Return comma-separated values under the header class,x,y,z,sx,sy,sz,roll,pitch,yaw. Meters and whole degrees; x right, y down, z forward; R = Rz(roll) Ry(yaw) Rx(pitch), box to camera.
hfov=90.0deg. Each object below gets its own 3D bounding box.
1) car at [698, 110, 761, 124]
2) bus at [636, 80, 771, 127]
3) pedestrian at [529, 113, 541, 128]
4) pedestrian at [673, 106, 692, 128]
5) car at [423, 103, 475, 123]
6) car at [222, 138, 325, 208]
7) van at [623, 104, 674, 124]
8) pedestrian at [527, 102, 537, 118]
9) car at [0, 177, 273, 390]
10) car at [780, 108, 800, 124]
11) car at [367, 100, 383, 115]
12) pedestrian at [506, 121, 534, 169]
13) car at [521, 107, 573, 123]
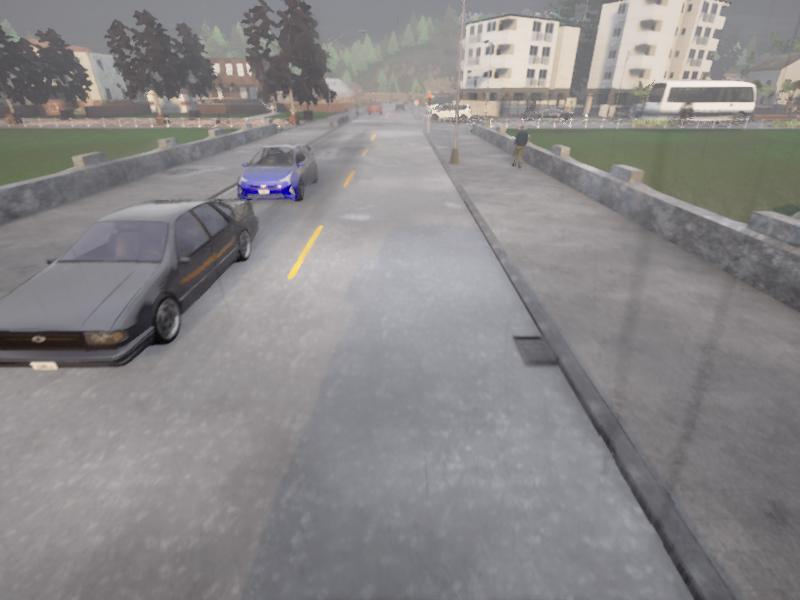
class,x,y,z,sx,sy,sz,roll,pitch,yaw
car,38.483,-21.489,46.889,5.357,1.411,2.033,0,27,0
bus,32.029,-20.990,42.787,10.273,4.253,3.944,0,27,0
pedestrian,13.022,-17.369,38.642,0.751,1.300,0.751,-1,27,-2
pedestrian,27.198,-17.592,38.505,0.751,1.860,0.751,0,27,0
car,5.622,-21.756,46.595,5.566,2.045,2.150,-1,27,-3
car,-3.991,-4.465,13.592,2.007,1.525,4.514,0,27,0
van,28.948,-21.767,46.754,4.442,1.987,1.775,0,27,0
pedestrian,17.110,-24.625,51.904,0.751,1.860,0.751,-2,27,-5
car,-3.983,-0.821,6.669,2.033,1.411,5.357,0,27,0
car,47.669,-21.534,46.856,3.988,1.617,1.851,0,27,0
car,-3.966,-31.164,64.820,2.150,2.045,5.566,0,27,0
pedestrian,5.126,-6.645,17.203,0.751,1.860,0.751,0,27,0
car,17.104,-21.635,46.837,5.238,1.638,1.930,0,27,0
